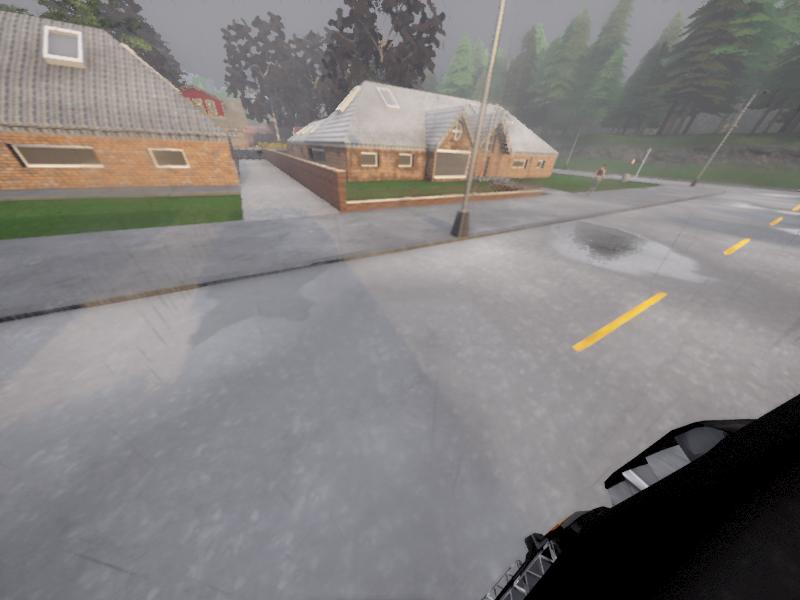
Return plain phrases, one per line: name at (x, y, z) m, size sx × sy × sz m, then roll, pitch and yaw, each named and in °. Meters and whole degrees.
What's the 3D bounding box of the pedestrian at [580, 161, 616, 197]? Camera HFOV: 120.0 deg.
pedestrian at (12.029, -7.348, 14.085) m, size 0.751 × 1.860 × 0.751 m, roll -14°, pitch 37°, yaw -24°
